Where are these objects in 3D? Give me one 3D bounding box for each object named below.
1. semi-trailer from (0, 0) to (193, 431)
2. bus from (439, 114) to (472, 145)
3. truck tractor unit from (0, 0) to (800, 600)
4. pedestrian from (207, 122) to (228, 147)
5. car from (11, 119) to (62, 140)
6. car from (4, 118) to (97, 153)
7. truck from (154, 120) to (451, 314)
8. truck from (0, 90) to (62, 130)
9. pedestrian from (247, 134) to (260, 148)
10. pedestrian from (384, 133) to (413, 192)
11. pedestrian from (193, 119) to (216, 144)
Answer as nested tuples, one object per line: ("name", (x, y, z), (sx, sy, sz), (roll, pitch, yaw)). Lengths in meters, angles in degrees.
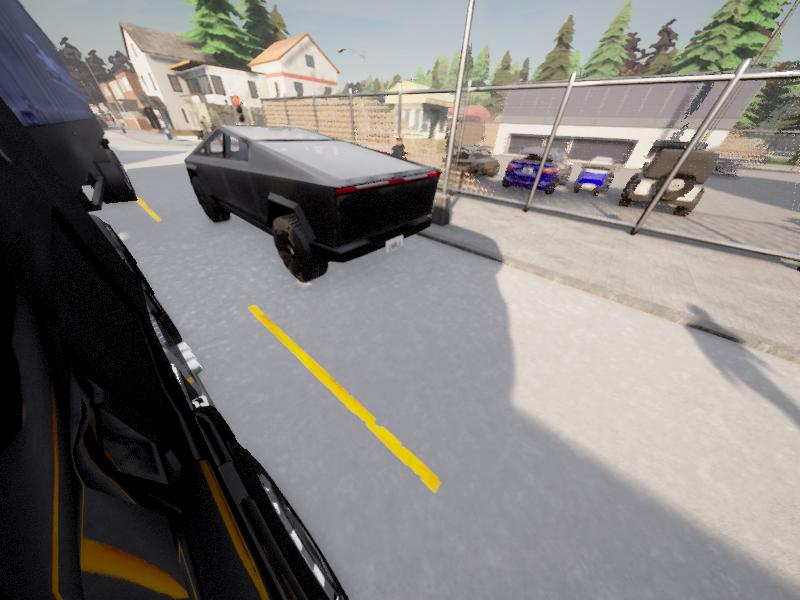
("semi-trailer", (-8.284, -3.866, 4.584), (2.717, 4.402, 14.254), (-29, 47, -35))
("bus", (10.494, -33.443, 45.383), (3.944, 4.253, 10.273), (3, 37, 0))
("truck tractor unit", (-2.645, -0.295, 0.351), (6.516, 4.208, 3.053), (28, 44, 30))
("pedestrian", (-16.850, -15.276, 21.340), (0.751, 1.860, 0.751), (29, 44, 30))
("car", (-33.851, -15.964, 21.605), (4.181, 1.385, 1.994), (28, 44, 30))
("car", (-23.703, -11.211, 15.696), (5.238, 1.638, 1.930), (18, 40, 20))
("truck", (-2.422, -2.448, 5.009), (6.274, 2.098, 2.390), (28, 44, 30))
("truck", (-50.989, -26.218, 32.120), (8.468, 3.827, 2.891), (28, 44, 30))
("pedestrian", (-13.915, -15.117, 21.951), (0.500, 1.100, 0.500), (11, 38, 11))
("pedestrian", (-0.108, -5.335, 8.995), (0.751, 1.860, 0.751), (-29, 47, -35))
("pedestrian", (-18.419, -15.837, 21.797), (0.751, 1.860, 0.751), (3, 37, 1))
